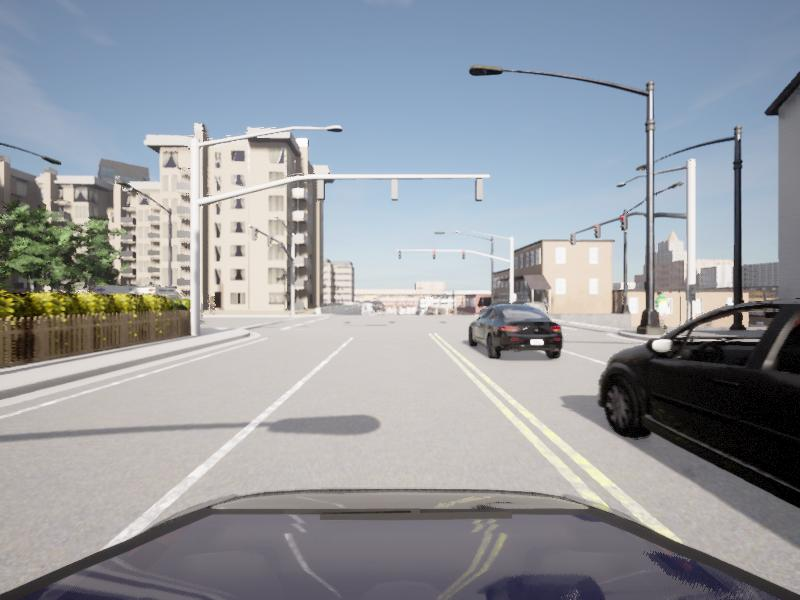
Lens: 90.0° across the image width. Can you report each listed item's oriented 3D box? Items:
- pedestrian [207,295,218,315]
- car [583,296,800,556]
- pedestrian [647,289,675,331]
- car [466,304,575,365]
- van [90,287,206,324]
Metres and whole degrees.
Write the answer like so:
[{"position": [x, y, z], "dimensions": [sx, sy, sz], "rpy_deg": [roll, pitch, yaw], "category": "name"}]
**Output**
[{"position": [-17.939, 0.461, 38.273], "dimensions": [0.751, 1.860, 0.751], "rpy_deg": [0, 0, 5], "category": "pedestrian"}, {"position": [3.404, 0.785, 3.389], "dimensions": [1.851, 1.617, 3.988], "rpy_deg": [0, 0, -1], "category": "car"}, {"position": [11.752, 0.452, 18.055], "dimensions": [0.751, 1.860, 0.751], "rpy_deg": [0, 0, -9], "category": "pedestrian"}, {"position": [3.315, 0.861, 12.045], "dimensions": [1.812, 1.442, 4.674], "rpy_deg": [0, 0, -1], "category": "car"}, {"position": [-16.883, 0.359, 27.096], "dimensions": [6.366, 2.431, 2.351], "rpy_deg": [0, 0, 0], "category": "van"}]
